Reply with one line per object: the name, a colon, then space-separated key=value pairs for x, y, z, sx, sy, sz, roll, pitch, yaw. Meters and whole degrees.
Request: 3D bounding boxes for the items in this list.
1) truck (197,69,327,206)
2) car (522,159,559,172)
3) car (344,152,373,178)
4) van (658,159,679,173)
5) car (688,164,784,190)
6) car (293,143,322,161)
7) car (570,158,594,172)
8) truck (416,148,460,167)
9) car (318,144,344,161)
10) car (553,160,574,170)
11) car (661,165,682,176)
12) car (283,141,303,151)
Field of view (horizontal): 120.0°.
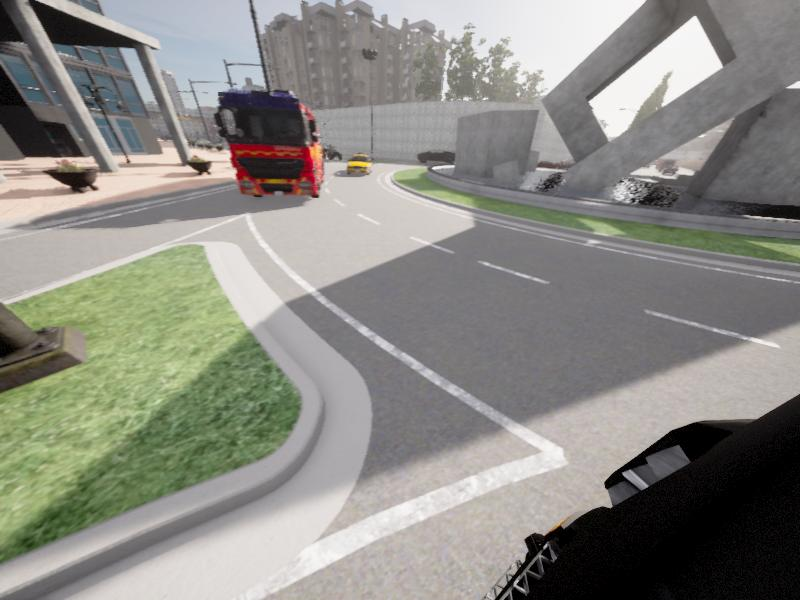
truck: x=-5.577 y=-7.680 z=11.578 sx=2.891 sy=3.827 sz=8.468 roll=-5 pitch=35 yaw=-12
car: x=21.639 y=-20.785 z=35.667 sx=4.181 sy=1.385 sz=1.994 roll=-1 pitch=34 yaw=-7
car: x=-3.365 y=-11.737 z=19.879 sx=1.801 sy=1.575 sz=5.366 roll=1 pitch=34 yaw=-3
van: x=61.463 y=-30.884 z=52.977 sx=1.988 sy=2.561 sz=5.915 roll=29 pitch=41 yaw=33
car: x=37.908 y=-14.162 z=26.417 sx=2.150 sy=2.045 sz=5.566 roll=-7 pitch=35 yaw=-16
car: x=-12.907 y=-20.580 z=32.122 sx=1.932 sy=1.855 sz=4.605 roll=-24 pitch=42 yaw=-34
car: x=31.157 y=-23.195 z=39.580 sx=3.866 sy=1.878 sz=1.905 roll=-25 pitch=43 yaw=-36
truck: x=5.902 y=-22.169 z=35.820 sx=6.274 sy=2.098 sz=2.390 roll=9 pitch=34 yaw=8
car: x=-10.158 y=-21.658 z=33.947 sx=1.905 sy=1.878 sz=3.866 roll=-24 pitch=42 yaw=-34
car: x=30.526 y=-25.210 z=43.092 sx=1.895 sy=1.301 sz=4.718 roll=30 pitch=42 yaw=35
car: x=49.723 y=-23.797 z=42.352 sx=1.816 sy=1.474 sz=4.193 roll=28 pitch=41 yaw=33
car: x=-27.779 y=-40.131 z=60.128 sx=5.566 sy=2.045 sz=2.150 roll=29 pitch=42 yaw=34
